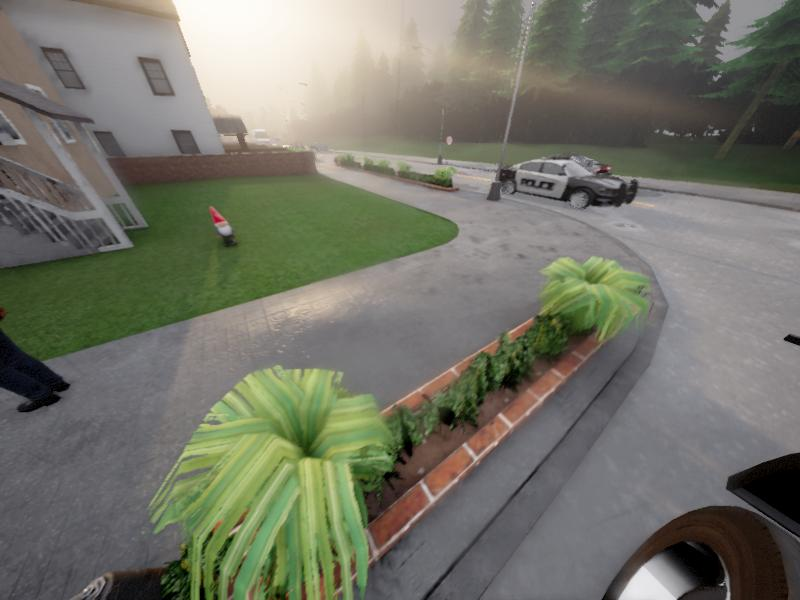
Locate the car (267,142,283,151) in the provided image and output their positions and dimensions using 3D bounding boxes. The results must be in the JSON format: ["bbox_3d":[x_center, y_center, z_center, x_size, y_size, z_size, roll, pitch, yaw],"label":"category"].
[{"bbox_3d":[-29.239,-36.096,54.152,2.152,1.651,5.027,-21,40,-27],"label":"car"}]

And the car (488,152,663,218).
[{"bbox_3d":[6.550,-5.036,9.580,1.930,1.638,5.238,-19,39,-25],"label":"car"}]

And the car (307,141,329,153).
[{"bbox_3d":[-15.019,-28.076,42.431,2.152,1.651,5.027,-21,40,-27],"label":"car"}]

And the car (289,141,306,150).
[{"bbox_3d":[-23.519,-35.441,52.916,2.033,1.649,4.856,-21,40,-27],"label":"car"}]

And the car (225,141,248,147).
[{"bbox_3d":[-46.988,-44.961,66.640,2.033,1.415,5.357,9,36,13],"label":"car"}]

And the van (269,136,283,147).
[{"bbox_3d":[-37.752,-48.131,70.206,1.988,2.561,5.915,-21,40,-27],"label":"van"}]

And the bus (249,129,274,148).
[{"bbox_3d":[-40.674,-47.295,67.584,3.944,4.253,10.273,-21,40,-27],"label":"bus"}]

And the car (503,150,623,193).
[{"bbox_3d":[8.748,-7.415,13.033,2.038,1.542,4.974,-20,40,-25],"label":"car"}]

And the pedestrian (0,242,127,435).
[{"bbox_3d":[-3.501,0.209,1.801,0.751,1.860,0.751,-3,35,-4],"label":"pedestrian"}]
